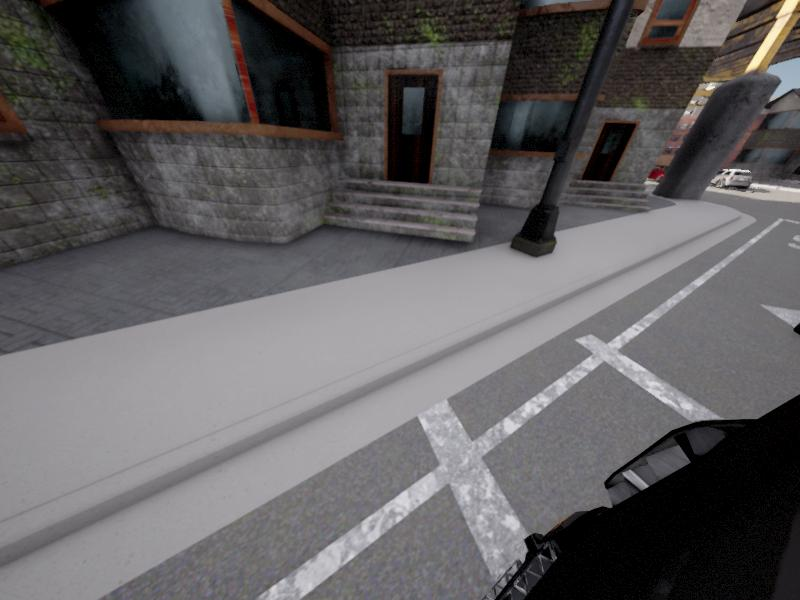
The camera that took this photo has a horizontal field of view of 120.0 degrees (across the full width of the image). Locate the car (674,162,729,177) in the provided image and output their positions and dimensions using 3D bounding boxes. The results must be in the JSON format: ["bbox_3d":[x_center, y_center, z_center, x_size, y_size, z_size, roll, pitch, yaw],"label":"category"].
[{"bbox_3d":[47.408,-20.669,36.528,4.974,1.542,2.038,30,43,35],"label":"car"}]

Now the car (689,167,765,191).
[{"bbox_3d":[29.930,-11.255,21.382,1.970,1.475,3.806,11,35,12],"label":"car"}]

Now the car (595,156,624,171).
[{"bbox_3d":[35.877,-23.468,39.674,1.905,1.878,3.866,10,34,11],"label":"car"}]

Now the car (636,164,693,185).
[{"bbox_3d":[27.271,-13.146,24.034,1.816,1.474,4.193,10,34,11],"label":"car"}]

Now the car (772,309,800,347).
[{"bbox_3d":[7.699,0.027,3.021,3.806,1.475,1.970,-13,37,-22],"label":"car"}]
